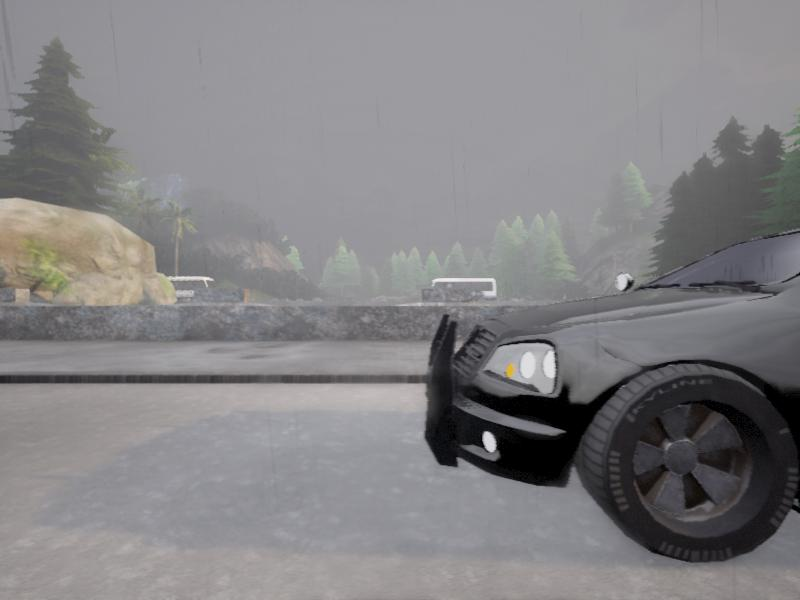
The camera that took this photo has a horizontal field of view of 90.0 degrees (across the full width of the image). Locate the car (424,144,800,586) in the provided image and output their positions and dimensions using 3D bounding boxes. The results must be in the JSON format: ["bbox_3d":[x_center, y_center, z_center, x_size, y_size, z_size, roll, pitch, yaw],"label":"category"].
[{"bbox_3d":[2.643,0.227,2.326,4.974,1.542,2.038,0,0,4],"label":"car"}]

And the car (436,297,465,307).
[{"bbox_3d":[7.035,0.256,56.229,3.806,1.475,1.970,0,0,0],"label":"car"}]

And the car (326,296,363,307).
[{"bbox_3d":[-7.759,0.241,56.205,4.892,1.490,1.837,0,0,0],"label":"car"}]

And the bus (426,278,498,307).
[{"bbox_3d":[9.113,-1.132,60.110,10.273,4.253,3.944,0,0,0],"label":"bus"}]

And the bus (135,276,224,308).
[{"bbox_3d":[-30.767,-1.145,56.292,10.273,4.253,3.944,0,0,0],"label":"bus"}]
